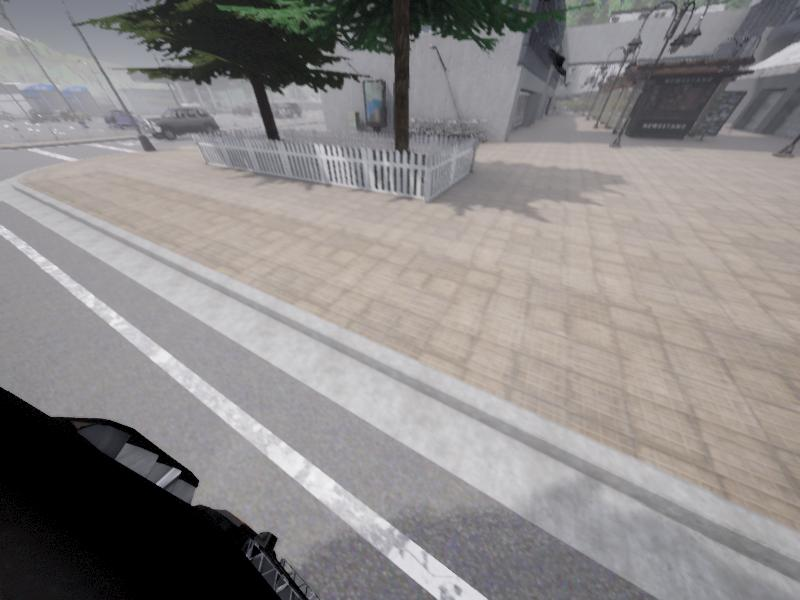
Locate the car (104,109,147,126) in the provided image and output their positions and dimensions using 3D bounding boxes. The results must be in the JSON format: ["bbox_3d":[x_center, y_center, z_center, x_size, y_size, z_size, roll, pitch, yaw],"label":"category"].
[{"bbox_3d":[-33.183,-22.113,27.952,3.806,1.475,1.970,20,44,22],"label":"car"}]

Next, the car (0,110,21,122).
[{"bbox_3d":[-66.372,-30.066,37.778,1.816,1.474,4.193,20,45,22],"label":"car"}]

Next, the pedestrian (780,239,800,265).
[{"bbox_3d":[6.150,-1.122,2.622,0.751,1.860,0.751,3,41,4],"label":"pedestrian"}]

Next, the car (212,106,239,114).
[{"bbox_3d":[-45.424,-49.604,60.312,2.038,1.542,4.974,20,45,22],"label":"car"}]

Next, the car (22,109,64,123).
[{"bbox_3d":[-50.885,-26.270,32.925,4.514,1.523,2.007,20,44,22],"label":"car"}]

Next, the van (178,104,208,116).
[{"bbox_3d":[-49.245,-45.380,55.073,2.069,2.038,4.480,20,45,22],"label":"van"}]

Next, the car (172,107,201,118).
[{"bbox_3d":[-36.917,-32.437,39.956,3.633,1.501,1.845,20,44,22],"label":"car"}]

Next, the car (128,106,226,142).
[{"bbox_3d":[-16.437,-13.348,17.396,1.932,1.855,4.605,20,45,22],"label":"car"}]

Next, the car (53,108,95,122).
[{"bbox_3d":[-49.399,-28.081,35.012,5.027,1.636,2.152,20,44,22],"label":"car"}]

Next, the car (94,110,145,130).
[{"bbox_3d":[-28.163,-18.099,23.193,3.633,1.501,1.845,20,44,22],"label":"car"}]
